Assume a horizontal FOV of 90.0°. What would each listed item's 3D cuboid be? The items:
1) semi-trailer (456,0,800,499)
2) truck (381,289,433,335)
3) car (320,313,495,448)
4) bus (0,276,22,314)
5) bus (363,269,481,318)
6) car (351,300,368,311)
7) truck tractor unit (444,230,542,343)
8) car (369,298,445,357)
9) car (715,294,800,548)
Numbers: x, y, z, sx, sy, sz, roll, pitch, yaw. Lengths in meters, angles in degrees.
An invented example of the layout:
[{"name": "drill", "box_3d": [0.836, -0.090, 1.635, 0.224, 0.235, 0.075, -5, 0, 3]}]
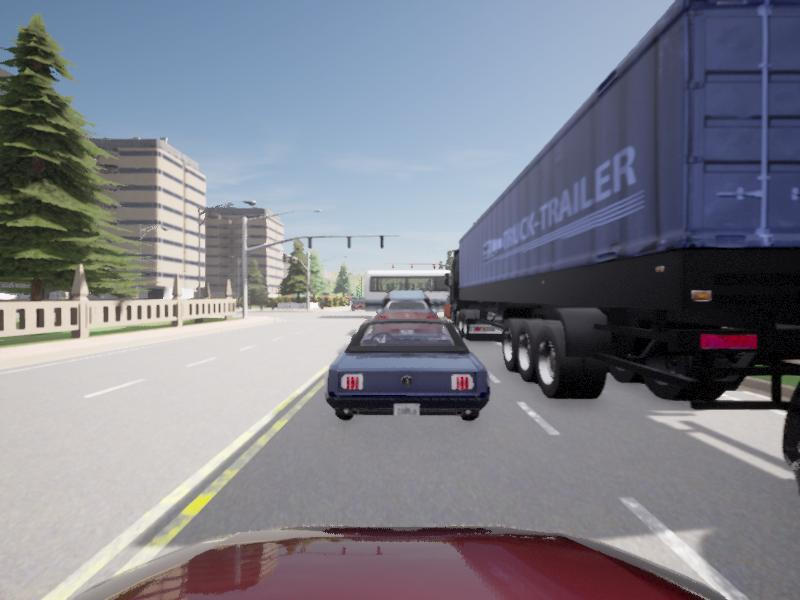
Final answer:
[{"name": "semi-trailer", "box_3d": [3.685, -0.624, 10.267, 2.717, 4.402, 14.254, 0, 0, 1]}, {"name": "truck", "box_3d": [0.371, 0.530, 21.291, 2.390, 2.098, 6.274, 0, 0, 1]}, {"name": "car", "box_3d": [0.118, 0.940, 6.680, 1.895, 1.301, 4.718, 0, 0, 1]}, {"name": "bus", "box_3d": [-49.329, -0.558, 44.803, 10.273, 4.253, 3.944, 0, 0, 1]}, {"name": "bus", "box_3d": [1.937, -0.557, 36.750, 10.273, 4.253, 3.944, 0, 0, 2]}, {"name": "car", "box_3d": [-6.020, 0.794, 60.063, 2.007, 1.525, 4.514, 0, 0, 3]}, {"name": "truck tractor unit", "box_3d": [3.817, -0.522, 18.180, 3.053, 4.208, 6.516, 0, 0, 1]}, {"name": "car", "box_3d": [0.241, 0.772, 13.802, 2.152, 1.651, 5.027, 0, 0, 1]}, {"name": "car", "box_3d": [3.510, 0.781, 0.658, 1.930, 1.638, 5.238, 0, 0, 1]}]
